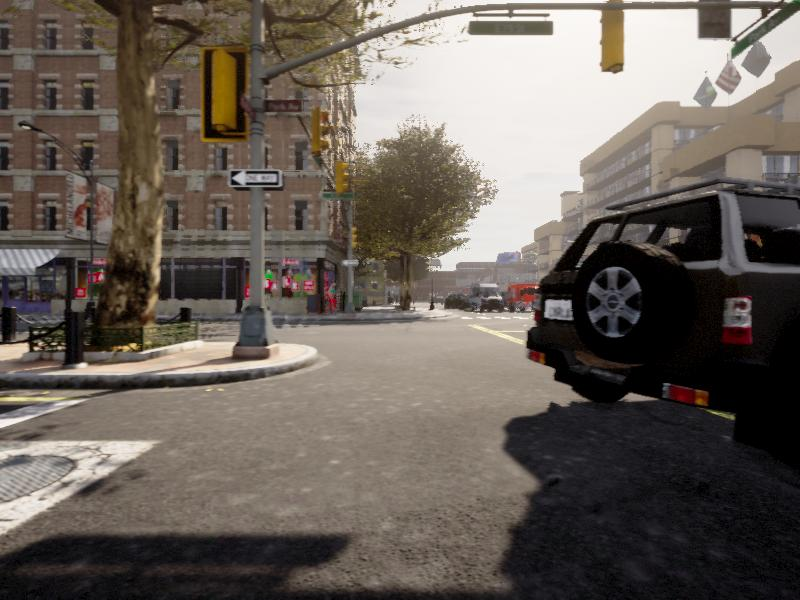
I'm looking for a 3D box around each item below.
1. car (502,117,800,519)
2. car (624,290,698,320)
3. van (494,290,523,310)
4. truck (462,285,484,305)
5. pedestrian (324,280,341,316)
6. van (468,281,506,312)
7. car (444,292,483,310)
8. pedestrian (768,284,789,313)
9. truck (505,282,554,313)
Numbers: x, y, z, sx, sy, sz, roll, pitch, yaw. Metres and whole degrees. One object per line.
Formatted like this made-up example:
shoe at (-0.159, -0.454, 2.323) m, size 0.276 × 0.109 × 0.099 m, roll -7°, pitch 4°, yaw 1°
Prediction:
car at (3.431, 0.059, 3.413) m, size 4.605 × 1.855 × 1.932 m, roll 0°, pitch 1°, yaw -16°
car at (14.666, 0.240, 22.721) m, size 1.789 × 1.549 × 3.705 m, roll 0°, pitch 0°, yaw 0°
van at (11.121, 0.015, 41.381) m, size 1.775 × 1.987 × 4.442 m, roll 0°, pitch 0°, yaw 0°
truck at (14.531, -0.903, 80.397) m, size 2.891 × 3.827 × 8.468 m, roll 0°, pitch 0°, yaw 0°
pedestrian at (-3.555, -0.122, 21.107) m, size 0.751 × 1.860 × 0.751 m, roll 0°, pitch 0°, yaw -1°
van at (7.626, -0.267, 35.581) m, size 1.988 × 2.561 × 5.915 m, roll 0°, pitch 0°, yaw -1°
car at (6.755, 0.104, 43.121) m, size 2.097 × 1.767 × 4.553 m, roll 0°, pitch 0°, yaw -24°
pedestrian at (24.620, -0.077, 26.011) m, size 0.751 × 1.860 × 0.751 m, roll 0°, pitch 0°, yaw -19°
truck at (11.137, -0.227, 34.882) m, size 2.627 × 2.467 × 5.204 m, roll 0°, pitch 0°, yaw 0°
